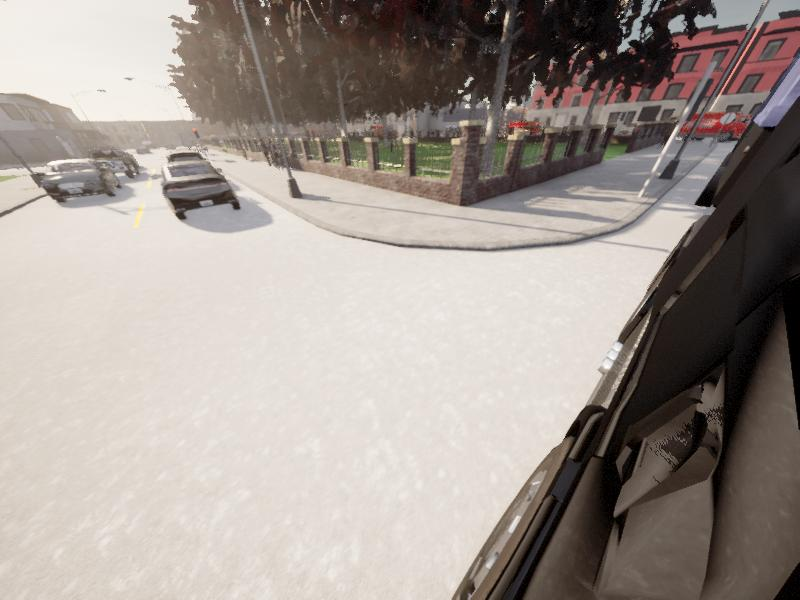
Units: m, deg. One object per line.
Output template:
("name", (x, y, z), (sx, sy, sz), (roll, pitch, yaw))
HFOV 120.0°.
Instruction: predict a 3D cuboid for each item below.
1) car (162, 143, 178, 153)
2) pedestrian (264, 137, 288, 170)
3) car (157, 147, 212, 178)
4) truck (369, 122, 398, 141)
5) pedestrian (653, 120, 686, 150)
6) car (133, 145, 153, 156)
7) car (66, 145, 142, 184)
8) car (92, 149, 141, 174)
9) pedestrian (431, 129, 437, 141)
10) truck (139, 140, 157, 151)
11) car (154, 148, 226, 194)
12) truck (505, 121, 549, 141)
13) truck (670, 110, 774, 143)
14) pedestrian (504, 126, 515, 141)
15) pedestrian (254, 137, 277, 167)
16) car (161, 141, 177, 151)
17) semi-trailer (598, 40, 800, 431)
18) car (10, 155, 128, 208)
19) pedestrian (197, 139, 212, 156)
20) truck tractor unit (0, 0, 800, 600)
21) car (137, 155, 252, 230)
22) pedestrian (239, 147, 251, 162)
("car", (-50.821, -33.593, 51.010), (1.970, 1.475, 3.806), (-28, 43, -30))
("pedestrian", (-8.607, -10.203, 16.101), (0.751, 1.860, 0.751), (-27, 43, -30))
("car", (-15.964, -10.239, 17.060), (2.128, 1.511, 4.902), (-30, 44, -32))
("truck", (-4.489, -44.804, 61.589), (2.891, 3.827, 8.468), (-28, 43, -30))
("pedestrian", (21.557, -13.201, 18.511), (0.751, 1.860, 0.751), (-18, 39, -20))
("car", (-46.980, -27.296, 42.239), (1.812, 1.442, 4.674), (-28, 43, -30))
("car", (-19.929, -9.447, 15.896), (1.932, 1.855, 4.605), (-26, 42, -28))
("car", (-24.695, -12.283, 20.313), (1.837, 1.490, 4.892), (-28, 44, -30))
("pedestrian", (6.558, -32.348, 45.217), (0.751, 1.860, 0.751), (-28, 43, -30))
("truck", (-65.386, -40.110, 60.017), (2.390, 2.098, 6.274), (-28, 43, -30))
("car", (-11.606, -7.253, 12.687), (2.033, 1.649, 4.856), (-29, 44, -31))
("truck", (20.456, -27.443, 37.524), (2.627, 2.467, 5.204), (-28, 44, -30))
("truck", (32.936, -17.932, 23.999), (2.627, 2.467, 5.204), (-13, 37, -16))
("pedestrian", (16.703, -25.415, 35.288), (0.751, 1.860, 0.751), (-28, 43, -30))
("pedestrian", (-10.345, -11.395, 17.806), (0.751, 1.860, 0.751), (-27, 43, -30))
("car", (-55.488, -36.949, 55.456), (2.097, 1.767, 4.553), (-28, 43, -30))
("semi-trailer", (8.695, -3.583, 4.267), (14.254, 4.402, 2.717), (-28, 43, -30))
("car", (-15.372, -5.909, 11.173), (2.128, 1.511, 4.902), (-28, 43, -30))
("pedestrian", (-25.854, -20.183, 30.536), (0.751, 1.860, 0.751), (-17, 39, -19))
("truck tractor unit", (2.645, -0.295, 0.351), (6.516, 4.208, 3.053), (-28, 44, -30))
("car", (-7.429, -4.176, 8.397), (2.128, 1.511, 4.902), (-28, 43, -30))
("pedestrian", (-14.789, -13.898, 22.073), (0.500, 1.100, 0.500), (29, 47, 35))
